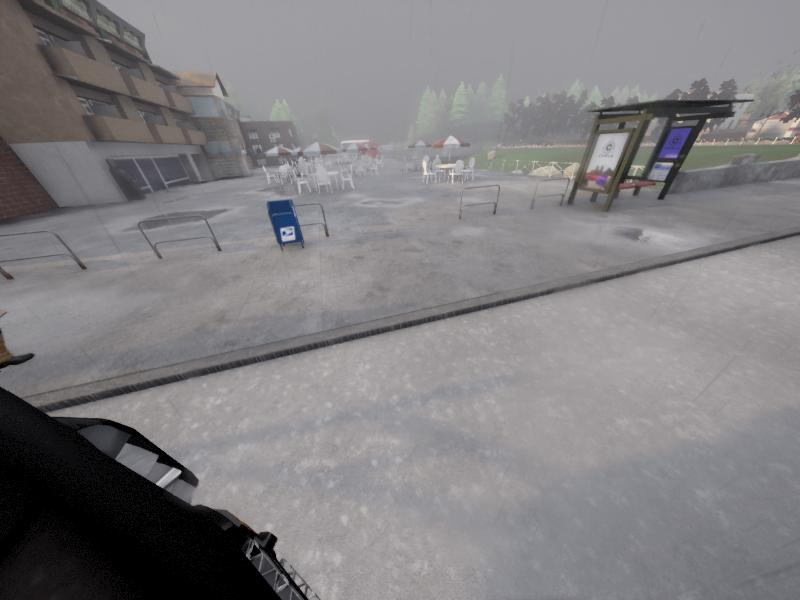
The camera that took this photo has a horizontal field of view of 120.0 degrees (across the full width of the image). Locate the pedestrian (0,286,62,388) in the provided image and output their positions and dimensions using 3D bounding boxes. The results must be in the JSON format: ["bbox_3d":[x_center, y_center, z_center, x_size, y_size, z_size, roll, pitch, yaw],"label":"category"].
[{"bbox_3d":[-4.781,0.077,2.283,0.751,1.860,0.751,27,44,37],"label":"pedestrian"}]

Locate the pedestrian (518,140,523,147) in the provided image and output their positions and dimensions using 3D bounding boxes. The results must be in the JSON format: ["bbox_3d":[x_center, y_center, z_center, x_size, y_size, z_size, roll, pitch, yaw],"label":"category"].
[{"bbox_3d":[43.186,-56.160,82.824,0.751,1.860,0.751,-16,36,-19],"label":"pedestrian"}]

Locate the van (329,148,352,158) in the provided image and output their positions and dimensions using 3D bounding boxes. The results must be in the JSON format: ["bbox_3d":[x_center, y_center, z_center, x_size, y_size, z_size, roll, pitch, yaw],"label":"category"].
[{"bbox_3d":[-18.475,-45.752,71.773,6.366,2.431,2.351,-12,35,-13],"label":"van"}]

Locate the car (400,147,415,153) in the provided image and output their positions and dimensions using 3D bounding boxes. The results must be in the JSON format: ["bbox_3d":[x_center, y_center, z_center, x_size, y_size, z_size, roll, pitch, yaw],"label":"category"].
[{"bbox_3d":[2.689,-52.183,80.338,4.553,1.767,2.097,-12,35,-13],"label":"car"}]

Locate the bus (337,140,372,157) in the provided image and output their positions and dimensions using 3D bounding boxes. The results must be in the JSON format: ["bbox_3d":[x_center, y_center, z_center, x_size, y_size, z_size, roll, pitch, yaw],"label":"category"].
[{"bbox_3d":[-14.766,-49.539,75.514,10.273,4.253,3.944,-12,35,-13],"label":"bus"}]

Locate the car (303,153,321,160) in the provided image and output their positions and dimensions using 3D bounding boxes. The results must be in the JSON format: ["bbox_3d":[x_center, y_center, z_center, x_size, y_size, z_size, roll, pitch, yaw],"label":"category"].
[{"bbox_3d":[-26.613,-43.714,70.118,4.974,1.542,2.038,-12,35,-13],"label":"car"}]

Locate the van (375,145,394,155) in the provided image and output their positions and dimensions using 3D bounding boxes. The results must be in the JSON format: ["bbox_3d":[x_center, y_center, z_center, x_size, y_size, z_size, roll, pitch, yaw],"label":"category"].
[{"bbox_3d":[-5.260,-50.874,78.282,5.915,2.561,1.988,-12,35,-13],"label":"van"}]
